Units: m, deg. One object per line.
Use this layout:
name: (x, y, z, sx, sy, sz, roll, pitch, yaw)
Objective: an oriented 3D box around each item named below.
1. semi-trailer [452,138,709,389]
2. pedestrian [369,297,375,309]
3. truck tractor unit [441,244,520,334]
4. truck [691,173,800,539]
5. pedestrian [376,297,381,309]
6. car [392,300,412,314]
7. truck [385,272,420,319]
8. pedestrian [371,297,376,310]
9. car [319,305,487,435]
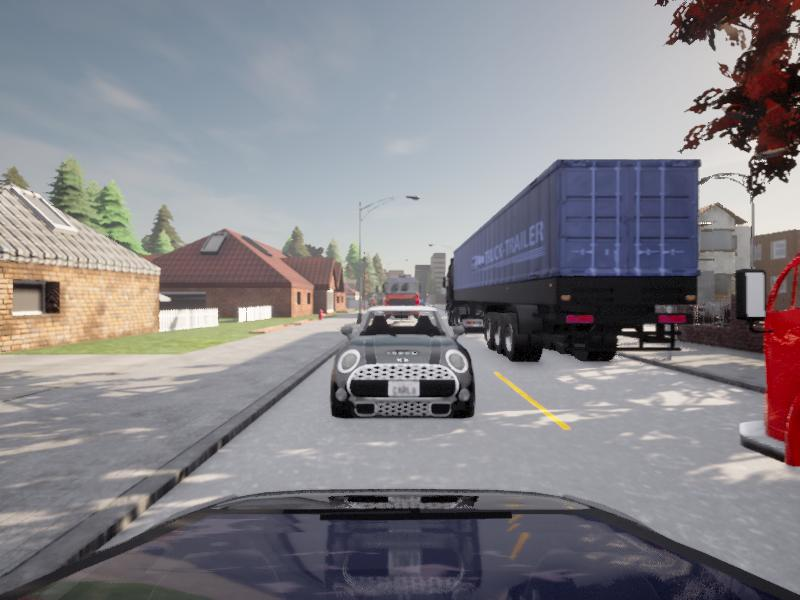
semi-trailer: (4.093, -0.635, 14.162, 2.717, 4.402, 14.254, 0, 0, 0)
pedestrian: (-4.296, 0.466, 60.635, 0.751, 1.860, 0.751, 0, 0, 7)
truck tractor unit: (4.122, -0.545, 22.073, 3.053, 4.208, 6.516, 0, 0, 0)
truck: (4.017, 0.330, 1.085, 2.627, 2.467, 5.204, 0, -2, 0)
pedestrian: (-3.437, 0.461, 64.413, 0.751, 1.860, 0.751, 0, 0, -7)
car: (0.256, 0.785, 45.669, 2.128, 1.511, 4.902, 0, 0, 0)
truck: (0.204, -0.362, 37.189, 2.891, 3.827, 8.468, 0, 0, 0)
pedestrian: (-3.818, 0.469, 57.837, 0.751, 1.860, 0.751, 0, 0, 3)
car: (0.044, 0.845, 6.607, 1.970, 1.475, 3.806, 0, 0, 0)
